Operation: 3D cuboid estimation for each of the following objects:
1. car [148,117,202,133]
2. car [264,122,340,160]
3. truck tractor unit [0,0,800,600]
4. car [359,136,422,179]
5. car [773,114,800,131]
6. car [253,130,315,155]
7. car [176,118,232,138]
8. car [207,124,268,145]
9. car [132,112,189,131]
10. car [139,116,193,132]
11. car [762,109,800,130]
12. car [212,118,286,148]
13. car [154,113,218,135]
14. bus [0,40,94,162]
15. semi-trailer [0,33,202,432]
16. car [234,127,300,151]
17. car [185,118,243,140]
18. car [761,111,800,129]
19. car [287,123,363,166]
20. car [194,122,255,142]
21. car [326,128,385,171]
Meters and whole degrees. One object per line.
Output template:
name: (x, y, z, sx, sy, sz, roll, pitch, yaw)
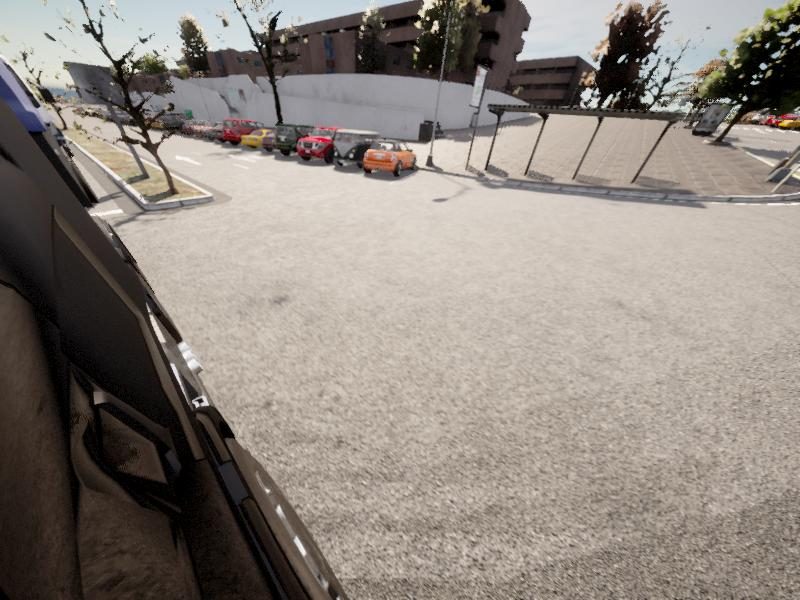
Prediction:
car: (-33.158, -25.898, 34.266, 1.946, 1.575, 5.366, 13, 37, 13)
car: (-7.377, -12.638, 18.343, 2.435, 2.045, 5.566, 14, 37, 13)
truck tractor unit: (-2.645, -0.295, 0.351, 6.516, 4.208, 3.053, 28, 44, 30)
car: (-0.401, -8.792, 14.042, 2.185, 1.767, 4.553, 14, 37, 13)
car: (54.097, -23.162, 30.342, 5.366, 1.575, 1.946, 14, 43, 12)
car: (-9.750, -13.613, 19.919, 2.002, 1.452, 4.674, 14, 37, 13)
car: (-23.829, -21.042, 28.324, 2.185, 1.767, 4.553, 14, 37, 13)
car: (-16.778, -17.303, 24.203, 2.163, 1.488, 4.792, 14, 37, 13)
car: (-37.898, -28.386, 36.810, 2.435, 2.045, 5.566, 14, 37, 13)
car: (-35.616, -26.899, 35.402, 1.946, 1.575, 5.366, 14, 37, 13)
car: (55.780, -24.951, 32.007, 5.566, 2.045, 2.435, 14, 44, 12)
car: (-14.413, -16.309, 22.617, 2.435, 2.045, 5.566, 14, 37, 13)
car: (-28.502, -23.600, 31.145, 2.435, 2.045, 5.566, 13, 37, 13)
bus: (-21.597, -10.479, 12.333, 10.273, 4.253, 3.944, 27, 43, 28)
semi-trailer: (-8.711, -3.623, 4.174, 14.254, 4.402, 2.717, 28, 43, 29)
car: (-12.031, -14.974, 21.465, 1.946, 1.575, 5.366, 14, 37, 13)
car: (-21.454, -19.861, 26.951, 2.185, 1.767, 4.553, 14, 37, 13)
car: (57.658, -26.436, 33.903, 4.553, 1.767, 2.185, 14, 43, 12)
car: (-5.045, -11.374, 16.863, 2.435, 2.045, 5.566, 14, 37, 13)
car: (-19.122, -18.528, 25.586, 2.231, 1.521, 4.892, 14, 37, 13)
car: (-2.742, -10.071, 15.370, 1.878, 1.987, 4.442, 14, 37, 13)
